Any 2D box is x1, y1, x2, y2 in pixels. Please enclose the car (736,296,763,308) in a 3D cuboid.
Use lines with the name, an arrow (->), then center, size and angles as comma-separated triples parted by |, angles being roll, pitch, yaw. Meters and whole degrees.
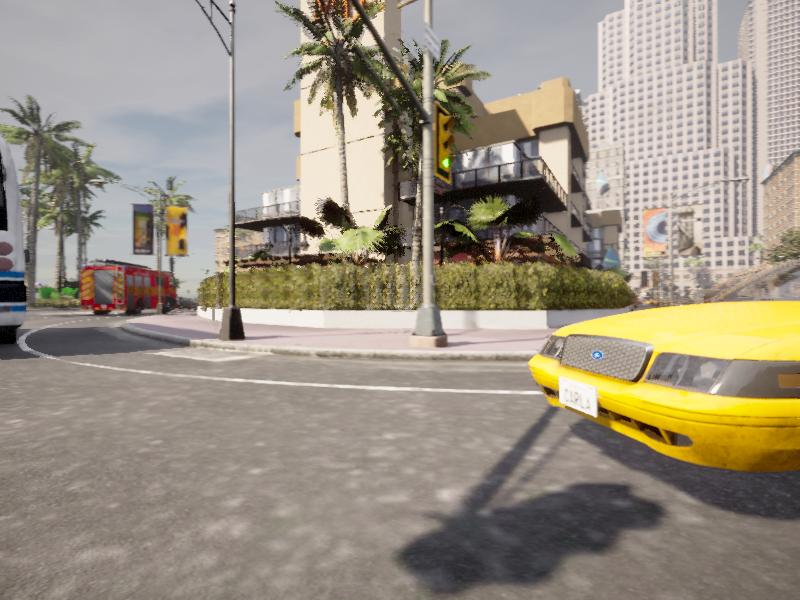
car -> 50.570, 0.304, 57.993 | 2.033, 1.649, 4.856 | 0, 0, 31

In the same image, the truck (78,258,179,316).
truck -> -20.302, -0.849, 30.720 | 2.891, 3.827, 8.468 | 0, 0, -8

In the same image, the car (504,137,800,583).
car -> 3.638, 0.209, 2.837 | 5.366, 1.575, 1.801 | 0, 0, -12

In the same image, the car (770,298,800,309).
car -> 52.408, 0.404, 53.448 | 2.033, 1.411, 5.357 | 0, 0, 14

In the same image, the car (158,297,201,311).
car -> -23.510, 0.406, 42.889 | 1.994, 1.385, 4.181 | 0, 0, 6

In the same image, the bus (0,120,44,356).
bus -> -11.768, -1.106, 9.946 | 3.944, 4.253, 10.273 | -1, 1, -44
